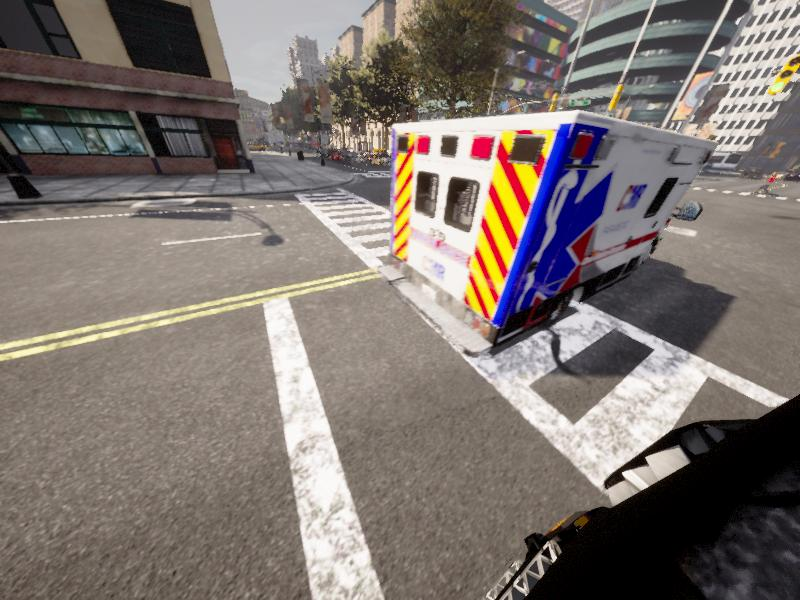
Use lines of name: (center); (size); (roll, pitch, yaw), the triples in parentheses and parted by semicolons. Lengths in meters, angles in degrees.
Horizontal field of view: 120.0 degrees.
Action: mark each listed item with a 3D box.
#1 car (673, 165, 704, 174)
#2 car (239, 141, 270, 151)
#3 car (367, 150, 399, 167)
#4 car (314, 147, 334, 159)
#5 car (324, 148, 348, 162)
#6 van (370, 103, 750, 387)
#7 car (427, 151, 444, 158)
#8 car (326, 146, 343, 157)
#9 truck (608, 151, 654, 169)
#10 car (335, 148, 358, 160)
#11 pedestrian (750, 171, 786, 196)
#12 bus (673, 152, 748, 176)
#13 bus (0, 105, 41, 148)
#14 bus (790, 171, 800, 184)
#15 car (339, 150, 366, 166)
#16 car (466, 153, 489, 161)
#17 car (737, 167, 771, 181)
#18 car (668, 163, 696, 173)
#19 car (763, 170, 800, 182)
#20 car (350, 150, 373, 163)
car: (66.366, -30.118, 53.232); (1.801, 1.575, 5.366); (12, 34, 13)
car: (-31.753, -33.635, 50.611); (1.801, 1.575, 5.366); (27, 41, 32)
car: (-2.222, -18.193, 29.655); (2.242, 1.667, 4.611); (-16, 38, -26)
car: (-12.853, -24.730, 38.801); (1.837, 1.490, 4.892); (-16, 38, -27)
car: (-9.536, -21.501, 34.178); (2.007, 1.525, 4.514); (-16, 38, -26)
van: (2.893, -1.448, 4.173); (6.366, 2.431, 2.351); (-17, 39, -27)
car: (9.768, -40.216, 63.771); (2.161, 1.482, 4.786); (-16, 38, -26)
car: (-12.565, -28.371, 44.203); (1.851, 1.617, 3.988); (-16, 38, -26)
truck: (66.343, -40.473, 66.746); (2.891, 3.827, 8.468); (-5, 34, -12)
car: (-9.225, -25.034, 39.534); (2.128, 1.511, 4.902); (-16, 38, -26)
pedestrian: (31.593, -10.023, 19.857); (0.751, 1.860, 0.751); (-18, 39, -28)
bus: (74.088, -33.011, 55.748); (3.944, 4.253, 10.273); (5, 34, 4)
bus: (-49.650, -20.426, 26.877); (3.944, 4.253, 10.273); (-16, 38, -26)
bus: (66.636, -19.507, 34.822); (3.944, 4.253, 10.273); (26, 40, 30)
car: (-6.154, -18.175, 29.518); (1.812, 1.442, 4.674); (-16, 38, -26)
car: (19.164, -35.513, 57.375); (2.128, 1.511, 4.902); (-16, 38, -26)
car: (63.858, -22.812, 41.735); (1.905, 1.878, 3.866); (26, 40, 30)
car: (70.816, -33.299, 58.081); (1.905, 1.878, 3.866); (5, 34, 4)
car: (73.434, -23.722, 44.127); (2.038, 1.542, 4.974); (16, 36, 19)
car: (-5.876, -21.663, 34.859); (1.994, 1.385, 4.181); (-16, 38, -26)
